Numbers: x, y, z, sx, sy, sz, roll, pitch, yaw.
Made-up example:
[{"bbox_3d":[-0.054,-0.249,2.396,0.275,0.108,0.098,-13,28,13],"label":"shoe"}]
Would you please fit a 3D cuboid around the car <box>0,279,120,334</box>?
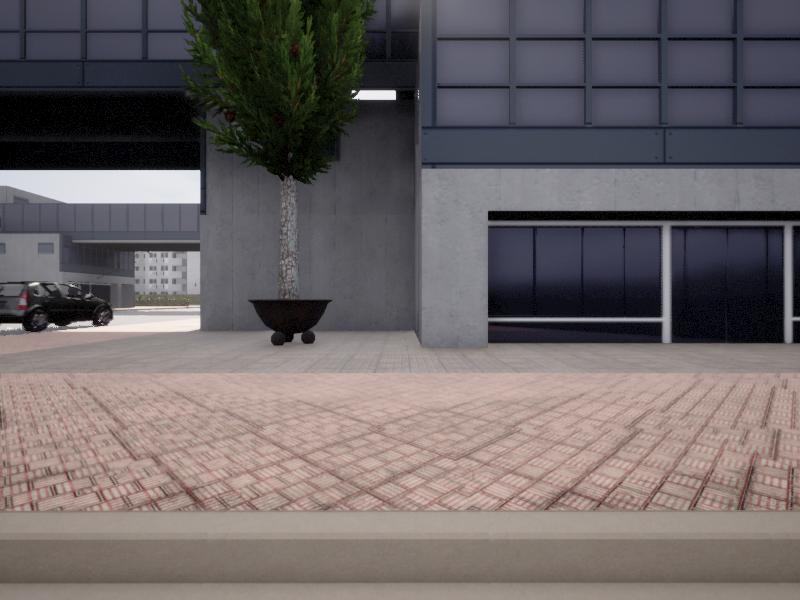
[{"bbox_3d":[-11.948,0.188,13.729,1.851,1.617,3.988,0,0,0],"label":"car"}]
